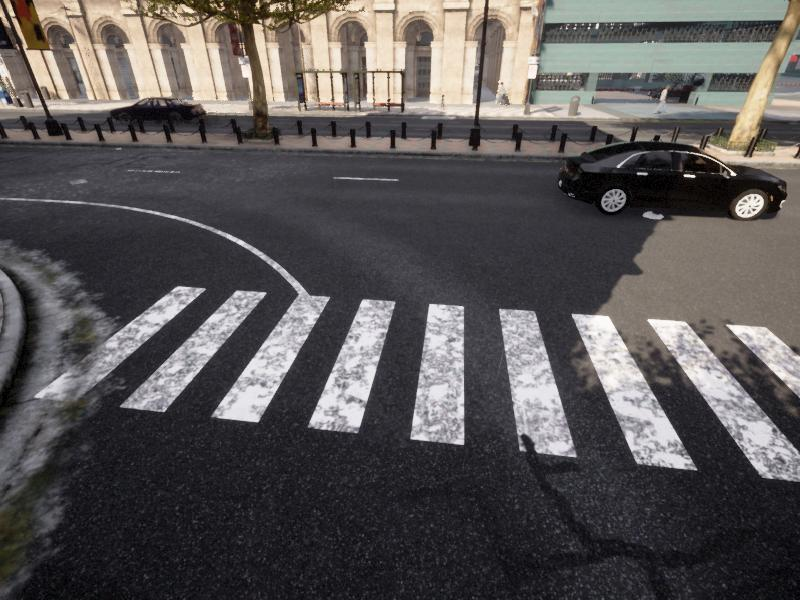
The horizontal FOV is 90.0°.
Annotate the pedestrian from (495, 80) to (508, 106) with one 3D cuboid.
[{"bbox_3d":[8.431,-17.186,33.254,0.751,1.860,0.751,4,31,7],"label":"pedestrian"}]

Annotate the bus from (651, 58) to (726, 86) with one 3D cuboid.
[{"bbox_3d":[53.990,-42.826,75.140,10.273,4.253,3.944,21,36,31],"label":"bus"}]

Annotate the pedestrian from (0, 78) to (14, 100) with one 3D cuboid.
[{"bbox_3d":[-38.809,-20.580,39.054,0.751,1.860,0.751,4,31,7],"label":"pedestrian"}]

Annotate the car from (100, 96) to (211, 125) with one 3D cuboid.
[{"bbox_3d":[-15.020,-11.809,24.853,5.357,1.411,2.033,-2,30,-3],"label":"car"}]

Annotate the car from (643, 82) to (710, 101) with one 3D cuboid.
[{"bbox_3d":[27.821,-21.118,40.451,4.902,1.511,2.128,4,31,7],"label":"car"}]

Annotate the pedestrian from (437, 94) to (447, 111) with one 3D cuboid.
[{"bbox_3d":[3.138,-14.764,29.858,0.500,1.100,0.500,12,32,20],"label":"pedestrian"}]

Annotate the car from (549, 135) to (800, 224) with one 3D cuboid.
[{"bbox_3d":[6.437,-2.982,9.645,4.892,1.490,1.837,4,31,7],"label":"car"}]

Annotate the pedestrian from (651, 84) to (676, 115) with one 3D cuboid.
[{"bbox_3d":[17.841,-13.605,27.124,0.751,1.860,0.751,4,31,7],"label":"pedestrian"}]

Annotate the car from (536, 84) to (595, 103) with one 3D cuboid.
[{"bbox_3d":[15.761,-19.862,38.376,4.786,1.482,2.161,4,31,7],"label":"car"}]
